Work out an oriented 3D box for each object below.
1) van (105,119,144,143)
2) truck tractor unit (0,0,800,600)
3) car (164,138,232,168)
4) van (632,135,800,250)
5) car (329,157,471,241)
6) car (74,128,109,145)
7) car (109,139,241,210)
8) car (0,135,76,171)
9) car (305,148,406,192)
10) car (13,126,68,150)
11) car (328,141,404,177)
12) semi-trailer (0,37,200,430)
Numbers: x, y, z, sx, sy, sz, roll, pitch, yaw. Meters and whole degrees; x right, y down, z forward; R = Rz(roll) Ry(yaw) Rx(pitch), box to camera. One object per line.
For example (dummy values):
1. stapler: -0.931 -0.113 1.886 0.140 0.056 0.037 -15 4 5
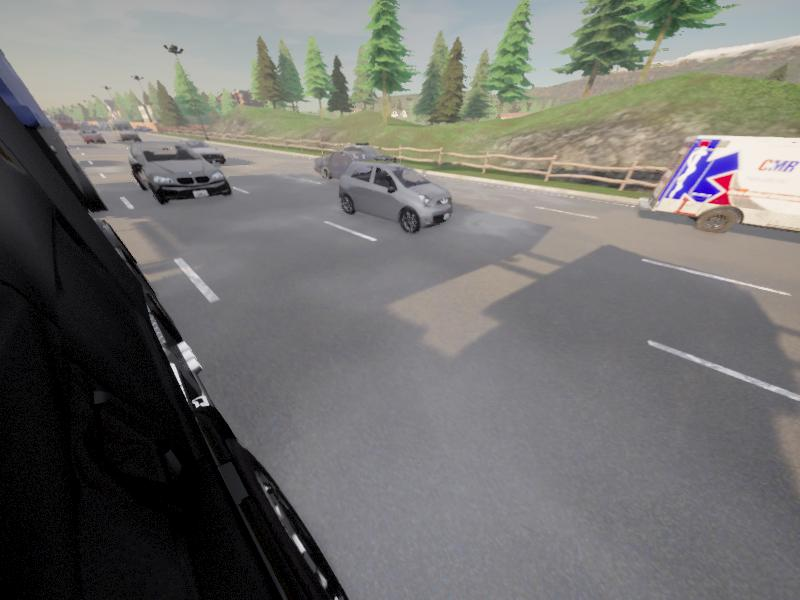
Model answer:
1. van: -38.383 -23.503 32.158 5.915 2.561 1.988 27 42 30
2. truck tractor unit: -2.645 -0.295 0.351 6.516 4.208 3.053 28 44 30
3. car: -14.454 -10.563 16.456 5.357 1.411 2.033 27 43 31
4. van: 11.327 -2.988 6.463 6.366 2.431 2.351 27 43 31
5. car: -0.130 -3.208 6.899 3.633 1.501 1.845 27 43 31
6. car: -36.759 -19.493 27.529 3.633 1.501 1.845 27 43 31
7. car: -8.472 -4.918 8.690 4.611 1.667 2.242 27 43 31
8. car: -20.792 -8.499 13.249 4.181 1.385 1.994 27 43 31
9. car: -2.436 -7.013 12.184 5.357 1.411 2.033 27 43 31
10. car: -34.236 -15.559 22.113 5.027 1.651 2.152 27 43 31
11. car: -2.399 -9.764 15.807 5.238 1.638 1.930 27 43 31
12. semi-trailer: -8.710 -3.512 4.339 14.254 4.402 2.717 27 43 31
